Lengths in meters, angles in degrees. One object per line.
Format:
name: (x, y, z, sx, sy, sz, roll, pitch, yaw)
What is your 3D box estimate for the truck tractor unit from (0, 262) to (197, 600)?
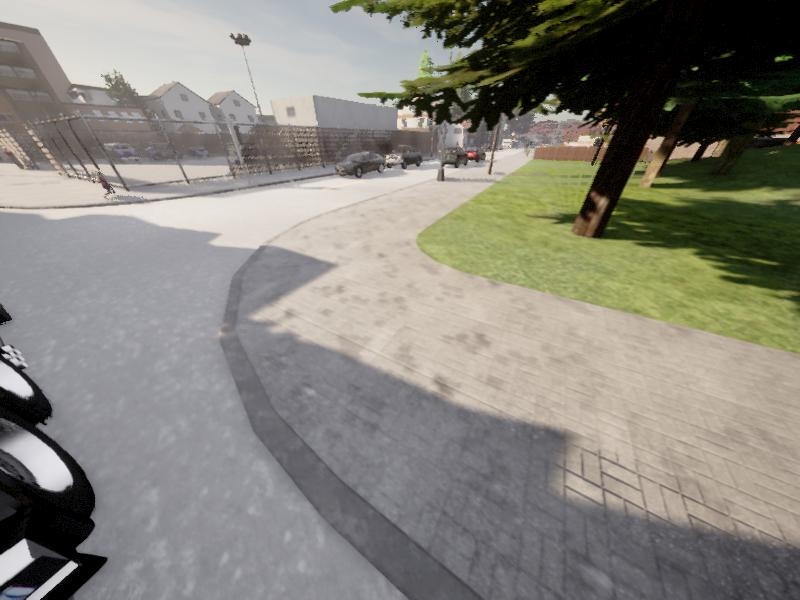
truck tractor unit: (-5.109, -0.303, 0.786, 6.516, 4.208, 3.053, 18, 39, 24)

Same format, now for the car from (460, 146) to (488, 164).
car: (8.854, -17.323, 27.485, 2.007, 1.525, 4.514, 17, 39, 23)

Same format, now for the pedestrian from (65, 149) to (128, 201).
pedestrian: (-13.009, -5.369, 9.964, 0.751, 1.860, 0.751, 17, 38, 23)

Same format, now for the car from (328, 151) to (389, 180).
car: (-2.971, -10.476, 17.776, 1.837, 1.490, 4.892, 18, 39, 24)

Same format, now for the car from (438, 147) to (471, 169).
car: (5.449, -14.176, 22.921, 1.851, 1.617, 3.988, 18, 39, 25)

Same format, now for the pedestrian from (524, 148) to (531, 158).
pedestrian: (16.904, -19.428, 30.591, 0.500, 1.100, 0.500, 19, 39, 26)

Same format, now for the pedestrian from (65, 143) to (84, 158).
pedestrian: (-52.091, -23.941, 36.991, 0.751, 1.860, 0.751, 11, 36, 16)

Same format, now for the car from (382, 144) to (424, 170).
car: (0.422, -13.884, 22.307, 1.932, 1.855, 4.605, 18, 39, 24)

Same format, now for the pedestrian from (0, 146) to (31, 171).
pedestrian: (-34.436, -12.620, 20.586, 0.751, 1.860, 0.751, 18, 39, 25)
